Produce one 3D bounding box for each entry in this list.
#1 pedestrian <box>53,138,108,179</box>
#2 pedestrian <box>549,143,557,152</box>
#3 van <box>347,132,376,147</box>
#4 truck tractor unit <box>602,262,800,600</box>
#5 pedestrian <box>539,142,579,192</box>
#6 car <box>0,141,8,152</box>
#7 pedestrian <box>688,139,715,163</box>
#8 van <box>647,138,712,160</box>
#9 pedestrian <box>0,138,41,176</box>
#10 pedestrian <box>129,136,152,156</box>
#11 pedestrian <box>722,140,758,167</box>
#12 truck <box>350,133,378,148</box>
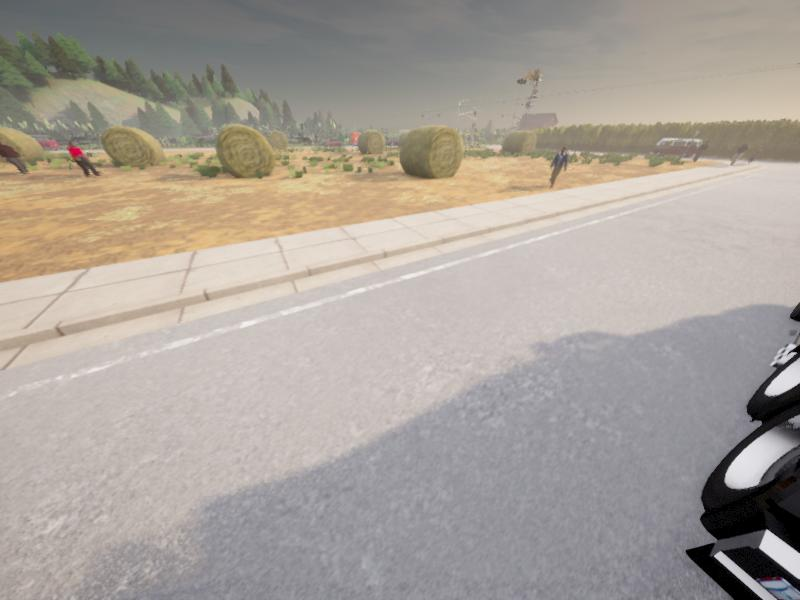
[{"bbox_3d":[-17.718,-7.878,12.881,0.751,1.860,0.751,5,36,6],"label":"pedestrian"},{"bbox_3d":[24.320,-24.304,36.773,0.500,1.100,0.500,-19,40,-25],"label":"pedestrian"},{"bbox_3d":[-8.499,-35.899,51.698,5.915,2.561,1.988,-16,39,-21],"label":"van"},{"bbox_3d":[5.113,-0.298,0.783,6.516,4.208,3.053,-18,39,-24],"label":"truck tractor unit"},{"bbox_3d":[7.221,-6.063,10.538,0.751,1.860,0.751,-29,45,-34],"label":"pedestrian"},{"bbox_3d":[-58.630,-21.151,31.656,4.514,1.525,2.007,-16,39,-21],"label":"car"},{"bbox_3d":[28.316,-13.987,21.731,0.751,1.860,0.751,-26,43,-31],"label":"pedestrian"},{"bbox_3d":[34.967,-19.096,29.091,2.069,2.038,4.480,-18,40,-24],"label":"van"},{"bbox_3d":[-22.608,-8.331,13.476,0.751,1.860,0.751,4,36,5],"label":"pedestrian"},{"bbox_3d":[-28.440,-16.894,25.359,0.751,1.860,0.751,15,38,20],"label":"pedestrian"},{"bbox_3d":[27.966,-12.057,19.039,0.751,1.860,0.751,-17,39,-22],"label":"pedestrian"},{"bbox_3d":[-7.573,-33.851,48.906,5.204,2.467,2.627,-16,39,-21],"label":"truck"}]
